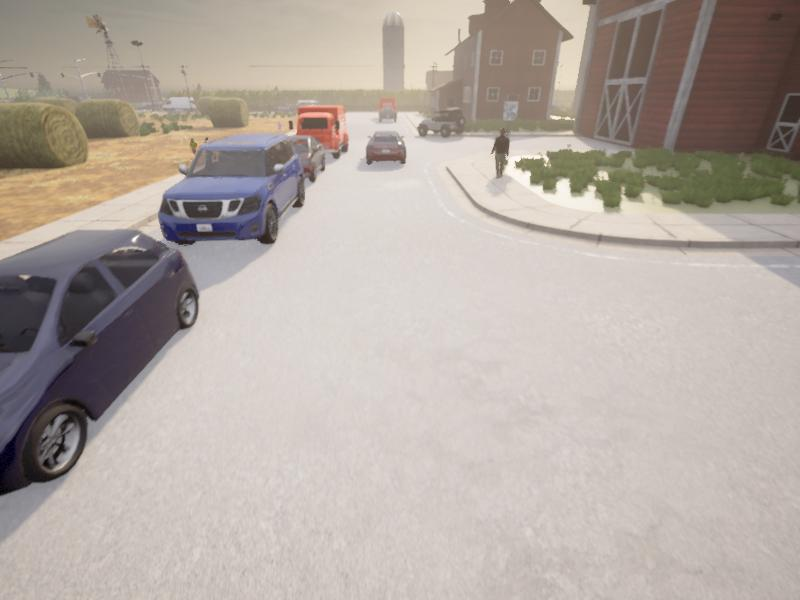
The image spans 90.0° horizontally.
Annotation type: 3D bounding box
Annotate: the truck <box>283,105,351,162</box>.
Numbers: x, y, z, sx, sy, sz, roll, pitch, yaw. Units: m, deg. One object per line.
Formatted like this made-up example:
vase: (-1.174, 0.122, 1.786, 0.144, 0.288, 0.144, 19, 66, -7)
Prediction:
truck: (-4.258, -9.209, 21.802, 2.627, 2.467, 5.204, -1, 27, -1)

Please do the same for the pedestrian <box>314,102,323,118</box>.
pedestrian: (-10.978, -25.552, 53.837, 0.751, 1.860, 0.751, 3, 27, 5)

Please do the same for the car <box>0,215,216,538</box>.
car: (-3.777, 0.327, 4.312, 1.845, 1.501, 3.633, -1, 27, -1)

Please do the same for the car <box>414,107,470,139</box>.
car: (3.177, -13.506, 30.400, 1.905, 1.878, 3.866, -30, 37, -35)

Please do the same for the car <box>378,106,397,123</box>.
car: (-1.494, -22.815, 49.127, 2.152, 1.651, 5.027, -1, 27, -1)

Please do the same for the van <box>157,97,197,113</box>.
van: (-41.956, -36.843, 75.549, 5.915, 2.561, 1.988, 0, 27, 0)

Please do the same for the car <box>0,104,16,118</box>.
car: (-58.299, -26.942, 57.197, 2.097, 1.767, 4.553, 1, 27, 2)

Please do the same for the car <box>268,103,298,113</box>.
car: (-22.114, -36.489, 75.920, 4.974, 1.542, 2.038, 0, 27, 0)

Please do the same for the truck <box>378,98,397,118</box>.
truck: (-1.701, -26.987, 56.268, 2.627, 2.467, 5.204, -1, 26, -1)

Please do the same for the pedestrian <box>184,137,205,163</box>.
pedestrian: (-9.539, -6.978, 18.611, 0.500, 1.100, 0.500, -2, 27, -4)

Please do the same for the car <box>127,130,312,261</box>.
car: (-3.931, -3.002, 10.220, 2.150, 2.045, 5.566, -1, 27, -1)

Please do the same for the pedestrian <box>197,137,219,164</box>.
pedestrian: (-8.922, -6.961, 18.575, 0.500, 1.100, 0.500, 11, 29, 21)

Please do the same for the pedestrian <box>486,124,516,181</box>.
pedestrian: (3.703, -5.416, 14.687, 0.751, 1.860, 0.751, 9, 29, 18)

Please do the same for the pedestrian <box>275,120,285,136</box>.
pedestrian: (-9.283, -13.323, 30.924, 0.500, 1.100, 0.500, -1, 27, -2)

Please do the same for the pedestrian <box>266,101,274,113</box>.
pedestrian: (-21.750, -32.260, 66.905, 0.751, 1.860, 0.751, 3, 27, 6)

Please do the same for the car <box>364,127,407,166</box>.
car: (-0.710, -7.911, 20.467, 1.994, 1.385, 4.181, -1, 27, -1)

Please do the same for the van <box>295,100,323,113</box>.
van: (-16.484, -35.147, 72.733, 4.480, 2.038, 2.069, 0, 27, 0)

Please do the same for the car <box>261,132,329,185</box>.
car: (-4.098, -5.819, 16.226, 1.789, 1.549, 3.705, -1, 27, -1)
